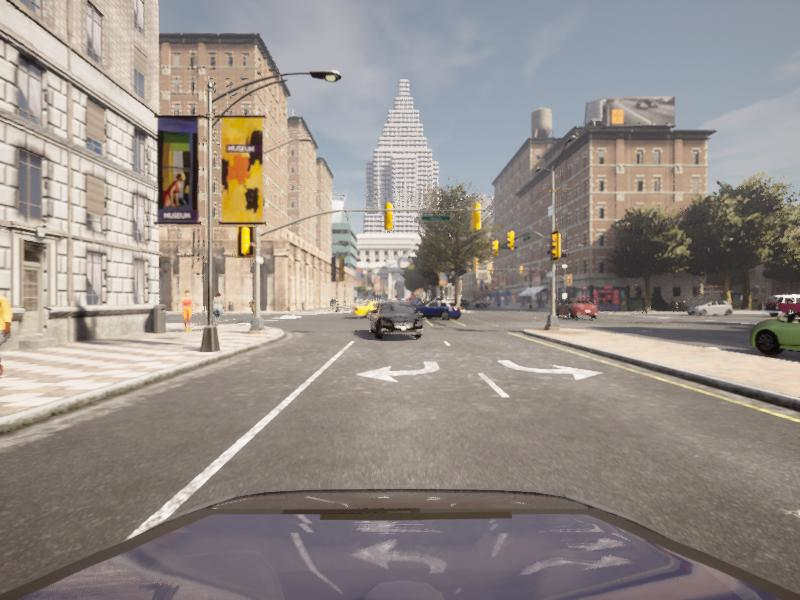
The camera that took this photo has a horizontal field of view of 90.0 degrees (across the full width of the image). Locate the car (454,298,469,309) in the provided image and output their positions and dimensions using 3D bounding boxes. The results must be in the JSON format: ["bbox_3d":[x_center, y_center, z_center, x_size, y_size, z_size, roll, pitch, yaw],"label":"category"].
[{"bbox_3d":[11.327,0.604,73.896,1.932,1.855,4.605,0,0,0],"label":"car"}]

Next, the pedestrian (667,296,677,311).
[{"bbox_3d":[32.992,0.452,48.526,0.751,1.860,0.751,0,0,-4],"label":"pedestrian"}]

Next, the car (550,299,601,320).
[{"bbox_3d":[14.917,0.758,34.277,2.152,1.651,5.027,0,0,0],"label":"car"}]

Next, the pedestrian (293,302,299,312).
[{"bbox_3d":[-12.414,0.833,47.572,0.500,1.100,0.500,0,0,43],"label":"pedestrian"}]

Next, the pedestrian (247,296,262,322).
[{"bbox_3d":[-10.268,0.618,28.258,0.751,1.860,0.751,0,0,2],"label":"pedestrian"}]

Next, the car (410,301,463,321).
[{"bbox_3d":[2.918,0.831,32.338,3.806,1.475,1.970,0,0,36],"label":"car"}]

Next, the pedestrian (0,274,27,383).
[{"bbox_3d":[-7.246,0.480,7.046,0.751,1.860,0.751,0,0,-20],"label":"pedestrian"}]

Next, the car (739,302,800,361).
[{"bbox_3d":[11.467,0.821,10.094,2.007,1.525,4.514,0,0,0],"label":"car"}]

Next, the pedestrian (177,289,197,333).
[{"bbox_3d":[-9.196,0.473,17.293,0.751,1.860,0.751,0,0,-24],"label":"pedestrian"}]

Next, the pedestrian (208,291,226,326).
[{"bbox_3d":[-9.870,0.470,21.591,0.751,1.860,0.751,0,0,-9],"label":"pedestrian"}]

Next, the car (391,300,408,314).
[{"bbox_3d":[-0.105,0.791,46.913,1.882,1.535,5.008,0,0,0],"label":"car"}]

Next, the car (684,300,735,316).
[{"bbox_3d":[30.513,0.800,39.522,3.633,1.501,1.845,0,0,0],"label":"car"}]

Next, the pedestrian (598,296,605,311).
[{"bbox_3d":[25.151,0.451,50.042,0.751,1.860,0.751,0,0,29],"label":"pedestrian"}]

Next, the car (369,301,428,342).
[{"bbox_3d":[-0.224,0.831,17.551,1.837,1.490,4.892,1,0,-9],"label":"car"}]

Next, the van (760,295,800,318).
[{"bbox_3d":[35.591,0.547,36.061,4.480,2.038,2.069,0,0,0],"label":"van"}]

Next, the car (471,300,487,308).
[{"bbox_3d":[14.825,0.748,75.027,2.038,1.542,4.974,0,0,0],"label":"car"}]

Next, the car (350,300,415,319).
[{"bbox_3d":[-1.536,0.778,34.854,5.366,1.575,1.801,0,0,-18],"label":"car"}]
